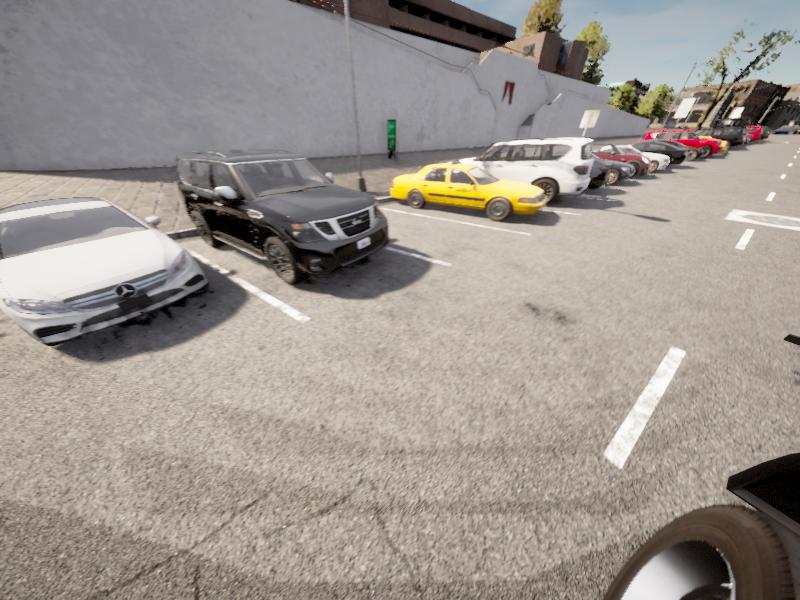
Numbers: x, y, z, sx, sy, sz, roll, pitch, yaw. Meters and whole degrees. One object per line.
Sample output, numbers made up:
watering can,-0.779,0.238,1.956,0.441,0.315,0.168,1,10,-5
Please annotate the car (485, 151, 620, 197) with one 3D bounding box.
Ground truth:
car,6.872,-6.089,10.906,4.792,1.488,2.163,21,41,29

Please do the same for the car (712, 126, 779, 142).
car,58.587,-28.246,39.424,5.566,2.045,2.435,21,41,29

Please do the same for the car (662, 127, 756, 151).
car,33.908,-17.884,25.740,5.566,2.045,2.435,21,41,29

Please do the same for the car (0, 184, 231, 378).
car,-5.405,-0.909,4.017,4.674,1.452,2.002,21,40,29

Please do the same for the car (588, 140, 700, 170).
car,16.740,-10.304,16.335,5.008,1.535,2.097,21,42,29

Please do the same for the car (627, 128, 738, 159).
car,24.130,-13.673,20.267,5.566,2.045,2.435,21,41,29

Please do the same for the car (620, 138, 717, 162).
car,21.680,-12.388,19.065,4.792,1.488,2.163,21,41,29

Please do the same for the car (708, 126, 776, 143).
car,56.059,-27.230,38.081,5.566,2.045,2.435,21,41,29

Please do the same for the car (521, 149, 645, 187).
car,9.363,-7.120,12.278,4.674,1.452,2.002,21,41,29

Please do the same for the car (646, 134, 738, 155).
car,28.872,-15.635,23.232,5.366,1.575,1.946,21,41,29

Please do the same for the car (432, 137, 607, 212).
car,4.409,-5.278,9.375,5.566,2.045,2.435,21,41,29

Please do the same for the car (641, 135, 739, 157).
car,26.724,-14.473,21.693,5.366,1.575,1.946,21,41,29

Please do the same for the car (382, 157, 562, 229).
car,2.129,-3.973,8.044,5.366,1.575,1.946,21,41,29

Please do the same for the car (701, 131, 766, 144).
car,51.001,-25.011,35.561,5.366,1.575,1.946,21,41,29

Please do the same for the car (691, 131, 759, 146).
car,43.772,-21.844,31.363,4.892,1.521,2.231,21,41,29

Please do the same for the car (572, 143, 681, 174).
car,14.278,-9.222,15.004,4.674,1.452,2.002,21,41,29

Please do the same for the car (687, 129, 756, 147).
car,41.289,-20.917,29.930,4.553,1.767,2.185,21,41,29

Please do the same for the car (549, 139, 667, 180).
car,11.791,-8.315,13.559,4.553,1.767,2.185,21,41,29

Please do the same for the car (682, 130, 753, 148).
car,38.879,-19.852,28.524,4.553,1.767,2.185,21,41,29

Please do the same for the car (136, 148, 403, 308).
car,-2.919,-2.162,5.222,5.566,2.045,2.435,21,40,29

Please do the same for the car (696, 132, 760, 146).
car,46.207,-22.862,32.756,4.792,1.488,2.163,21,41,29

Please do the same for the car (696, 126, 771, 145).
car,48.662,-24.128,33.969,5.566,2.045,2.435,21,41,29
